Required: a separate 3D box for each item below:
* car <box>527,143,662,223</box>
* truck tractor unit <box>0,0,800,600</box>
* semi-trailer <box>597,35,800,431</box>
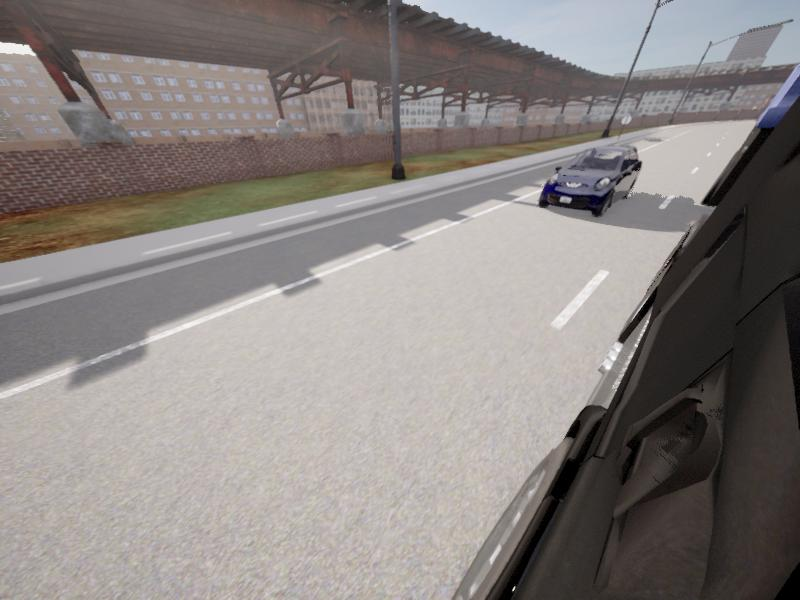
[{"bbox_3d":[5.850,-3.716,6.978,3.633,1.501,1.845,-28,44,-30],"label":"car"},{"bbox_3d":[2.645,-0.295,0.351,6.516,4.208,3.053,-28,44,-30],"label":"truck tractor unit"},{"bbox_3d":[8.741,-3.575,4.186,14.254,4.402,2.717,-28,43,-29],"label":"semi-trailer"}]
